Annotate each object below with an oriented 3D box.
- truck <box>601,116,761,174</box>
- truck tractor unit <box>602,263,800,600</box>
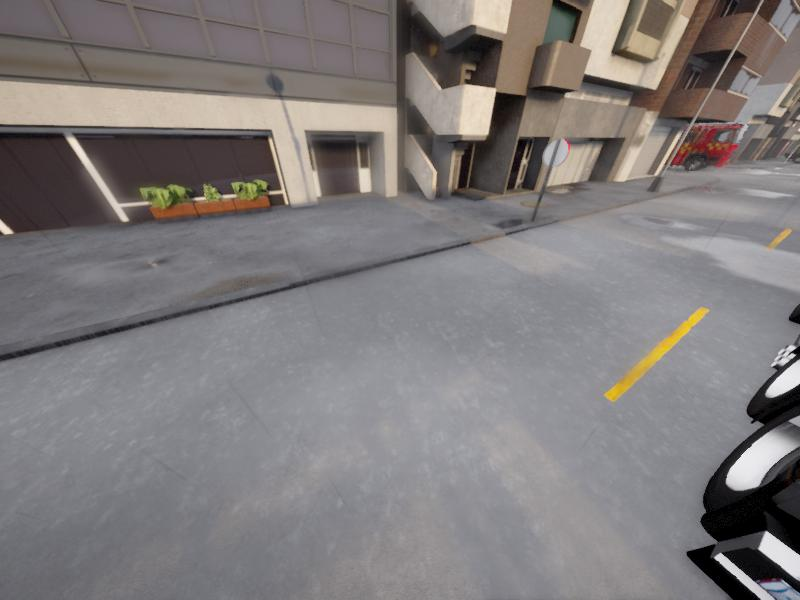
[{"bbox_3d":[25.642,-14.751,22.011,2.891,3.827,8.468,-21,40,-28],"label":"truck"},{"bbox_3d":[5.108,-0.303,0.787,6.516,4.208,3.053,-18,39,-24],"label":"truck tractor unit"}]
